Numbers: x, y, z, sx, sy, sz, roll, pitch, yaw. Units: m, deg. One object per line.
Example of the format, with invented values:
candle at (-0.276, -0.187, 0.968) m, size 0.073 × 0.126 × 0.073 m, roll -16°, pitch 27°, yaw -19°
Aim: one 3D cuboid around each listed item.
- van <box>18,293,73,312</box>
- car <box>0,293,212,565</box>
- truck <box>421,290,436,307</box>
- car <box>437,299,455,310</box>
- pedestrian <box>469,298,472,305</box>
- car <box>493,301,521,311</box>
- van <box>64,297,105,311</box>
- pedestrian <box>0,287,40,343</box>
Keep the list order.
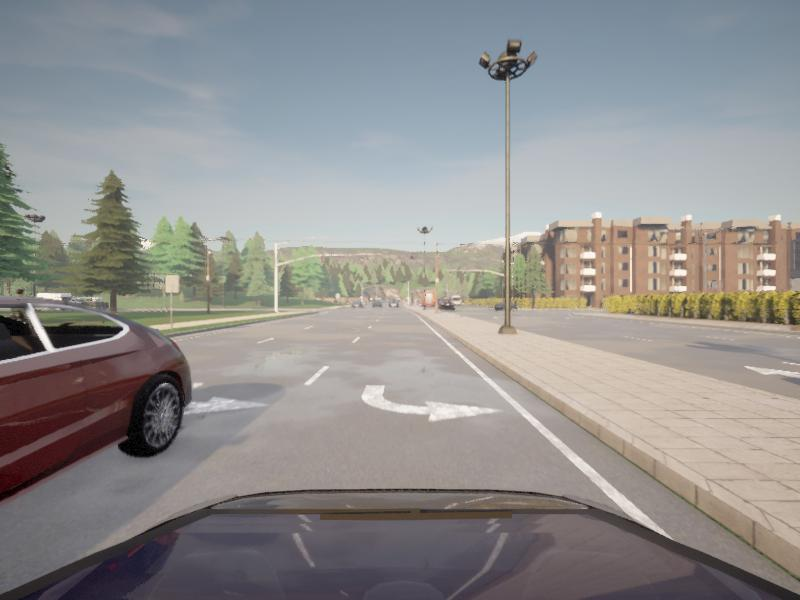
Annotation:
van at (-49.153, 0.297, 55.494) m, size 5.915 × 2.561 × 1.988 m, roll 0°, pitch 0°, yaw 1°
car at (-3.499, 0.780, 2.648) m, size 2.152 × 1.651 × 5.027 m, roll 0°, pitch 0°, yaw 0°
truck at (6.715, -0.331, 95.350) m, size 2.891 × 3.827 × 8.468 m, roll 0°, pitch 0°, yaw 0°
car at (7.240, 0.752, 63.566) m, size 2.242 × 1.667 × 4.611 m, roll 0°, pitch 0°, yaw -2°
pedestrian at (20.053, 0.477, 113.456) m, size 0.751 × 1.860 × 0.751 m, roll 0°, pitch 0°, yaw 1°
car at (15.797, 0.903, 58.879) m, size 4.181 × 1.385 × 1.994 m, roll 0°, pitch 0°, yaw -43°
van at (-46.404, 0.569, 58.959) m, size 4.480 × 2.038 × 2.069 m, roll 0°, pitch 0°, yaw 1°
pedestrian at (-12.965, 0.484, 13.614) m, size 0.751 × 1.860 × 0.751 m, roll 0°, pitch 0°, yaw 2°
